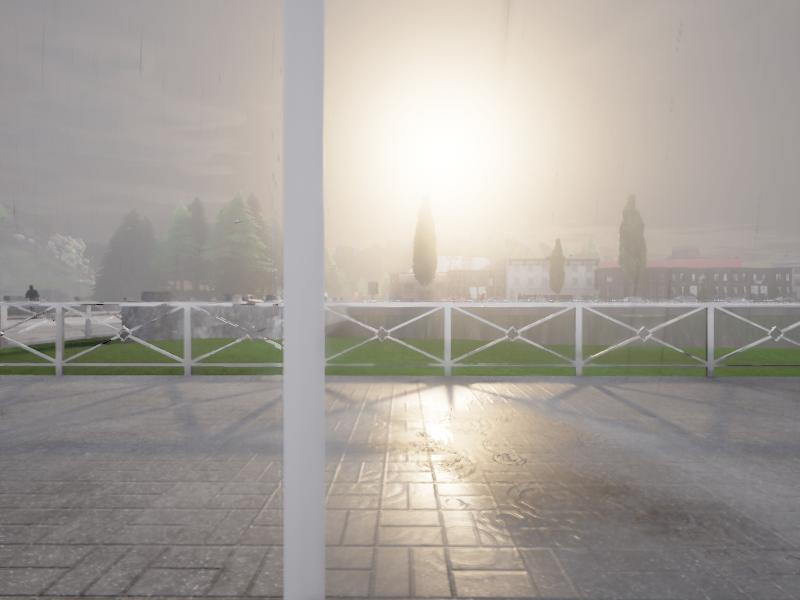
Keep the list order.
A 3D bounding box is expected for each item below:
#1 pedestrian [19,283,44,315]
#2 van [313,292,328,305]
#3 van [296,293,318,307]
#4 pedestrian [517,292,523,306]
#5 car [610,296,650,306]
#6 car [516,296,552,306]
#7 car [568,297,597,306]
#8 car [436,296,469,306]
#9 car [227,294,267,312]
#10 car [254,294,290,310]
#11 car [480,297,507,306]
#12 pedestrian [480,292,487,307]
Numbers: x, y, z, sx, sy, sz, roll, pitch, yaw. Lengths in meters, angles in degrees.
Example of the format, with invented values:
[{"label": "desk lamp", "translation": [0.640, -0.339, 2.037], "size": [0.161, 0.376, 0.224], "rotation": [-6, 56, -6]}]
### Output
[{"label": "pedestrian", "translation": [-21.753, -0.059, 23.625], "size": [0.751, 1.860, 0.751], "rotation": [0, 0, -5]}, {"label": "van", "translation": [-16.626, -0.293, 84.057], "size": [1.988, 2.561, 5.915], "rotation": [0, 0, 1]}, {"label": "van", "translation": [-15.087, -0.028, 64.938], "size": [2.069, 2.038, 4.480], "rotation": [-2, 2, -32]}, {"label": "pedestrian", "translation": [16.040, -0.069, 53.499], "size": [0.751, 1.860, 0.751], "rotation": [0, 0, 7]}, {"label": "car", "translation": [36.728, 0.159, 64.017], "size": [5.238, 1.638, 1.930], "rotation": [0, 0, 1]}, {"label": "car", "translation": [21.453, 0.164, 64.153], "size": [5.238, 1.638, 1.930], "rotation": [0, 0, 0]}, {"label": "car", "translation": [29.227, 0.286, 64.084], "size": [3.806, 1.475, 1.970], "rotation": [0, 0, 1]}, {"label": "car", "translation": [8.432, 0.178, 64.270], "size": [5.027, 1.651, 2.152], "rotation": [0, 0, 1]}, {"label": "car", "translation": [-13.092, 0.259, 34.535], "size": [1.816, 1.474, 4.193], "rotation": [0, 0, 1]}, {"label": "car", "translation": [-13.027, 0.231, 41.135], "size": [2.038, 1.542, 4.974], "rotation": [0, 0, 0]}, {"label": "car", "translation": [15.008, 0.248, 64.211], "size": [3.806, 1.475, 1.970], "rotation": [0, 0, 0]}, {"label": "pedestrian", "translation": [10.738, -0.067, 51.506], "size": [0.751, 1.860, 0.751], "rotation": [0, 0, 0]}]
